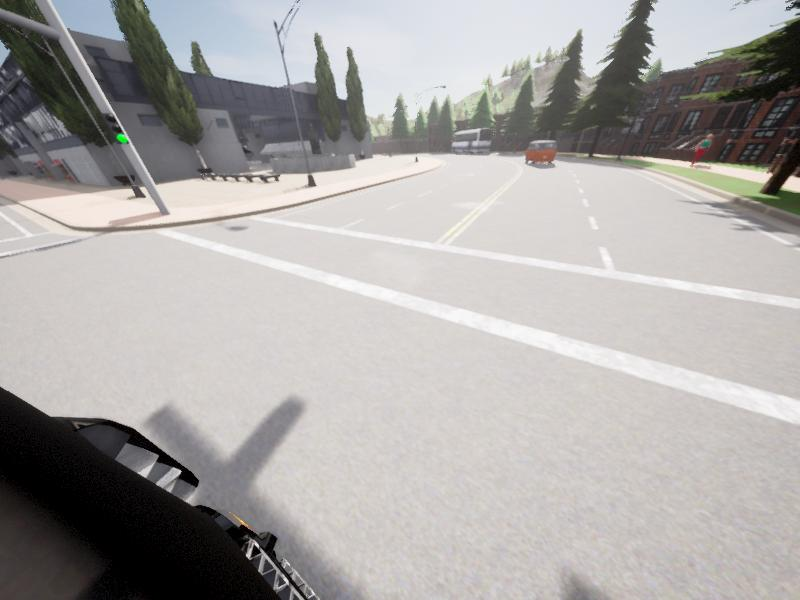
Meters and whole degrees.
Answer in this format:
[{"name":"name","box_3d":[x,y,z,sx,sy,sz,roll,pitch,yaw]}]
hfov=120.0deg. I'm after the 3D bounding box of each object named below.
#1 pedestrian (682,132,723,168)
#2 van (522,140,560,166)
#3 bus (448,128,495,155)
[{"name":"pedestrian","box_3d":[19.446,-9.644,14.905,0.751,1.860,0.751,18,39,28]},{"name":"van","box_3d":[13.880,-14.690,23.067,1.775,1.987,4.442,4,34,11]},{"name":"bus","box_3d":[14.849,-33.761,49.490,3.944,4.253,10.273,-14,35,-16]}]
